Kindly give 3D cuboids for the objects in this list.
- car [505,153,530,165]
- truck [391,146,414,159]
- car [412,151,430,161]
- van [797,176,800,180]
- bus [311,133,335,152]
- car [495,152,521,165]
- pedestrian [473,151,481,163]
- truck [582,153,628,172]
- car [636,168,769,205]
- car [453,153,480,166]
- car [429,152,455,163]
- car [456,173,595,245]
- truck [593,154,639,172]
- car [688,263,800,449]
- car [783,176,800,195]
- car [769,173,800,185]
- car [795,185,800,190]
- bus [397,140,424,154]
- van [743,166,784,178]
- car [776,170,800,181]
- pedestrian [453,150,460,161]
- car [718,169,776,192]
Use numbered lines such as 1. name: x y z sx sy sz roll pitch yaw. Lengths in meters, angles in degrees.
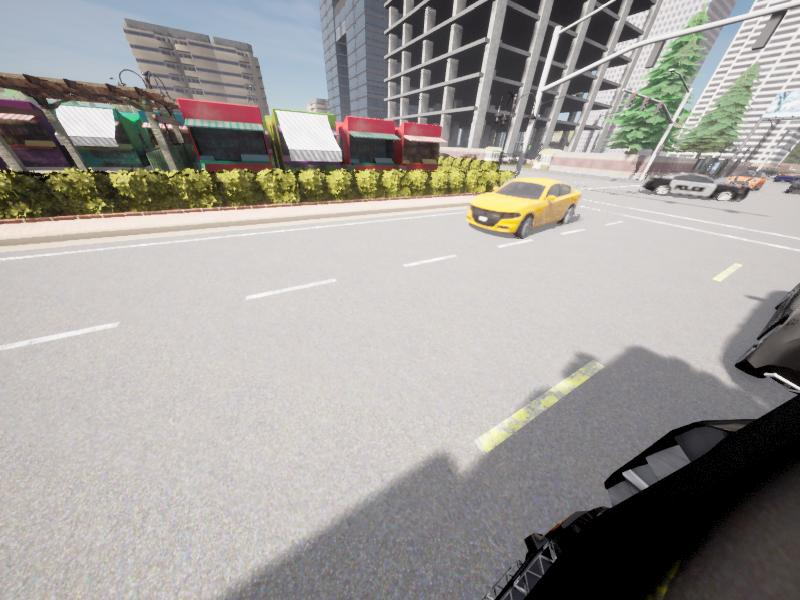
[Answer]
1. car: 23.686 -28.536 46.714 1.905 1.878 3.866 -15 38 -25
2. truck: 0.513 -33.959 53.141 2.390 2.098 6.274 -16 38 -26
3. car: 4.332 -29.872 47.772 1.789 1.549 3.705 -16 38 -26
4. van: 86.421 -25.336 46.473 1.988 2.561 5.915 -15 38 -25
5. bus: -23.162 -47.132 69.191 3.944 4.253 10.273 -16 38 -26
6. car: 21.123 -27.831 45.453 1.905 1.878 3.866 -15 38 -25
7. pedestrian: 14.171 -26.176 42.373 0.751 1.860 0.751 -10 36 -18
8. truck: 37.045 -25.037 42.008 2.615 2.467 5.204 -15 38 -25
9. car: 20.559 -8.087 16.221 5.238 1.638 1.930 23 39 26
10. car: 10.932 -23.241 38.248 1.851 1.617 3.988 -16 38 -26
11. car: 7.667 -26.496 42.961 1.882 1.535 5.008 -16 38 -26
12. car: 4.459 -3.411 8.041 5.008 1.535 1.882 -21 40 -32
13. truck: 40.800 -26.070 43.856 2.615 2.467 5.204 -15 38 -25
14. car: 6.038 0.331 2.552 4.902 1.511 2.128 -15 38 -25
15. car: 39.910 -11.161 22.502 4.892 1.490 1.837 -15 38 -25
16. car: 59.012 -18.538 35.263 4.718 1.301 1.895 -15 38 -25
17. car: 47.818 -13.330 26.382 4.892 1.490 1.837 -15 38 -25
18. bus: 4.119 -62.159 94.039 10.273 4.253 3.944 -15 38 -25
19. van: 82.491 -29.159 52.463 1.775 1.987 4.442 -15 38 -25
20. car: 78.307 -24.670 45.785 1.882 1.535 5.008 22 38 26
21. pedestrian: 11.495 -29.285 46.850 0.751 1.860 0.751 -15 38 -25
22. car: 35.163 -12.204 23.433 4.553 1.767 2.097 -15 38 -25
